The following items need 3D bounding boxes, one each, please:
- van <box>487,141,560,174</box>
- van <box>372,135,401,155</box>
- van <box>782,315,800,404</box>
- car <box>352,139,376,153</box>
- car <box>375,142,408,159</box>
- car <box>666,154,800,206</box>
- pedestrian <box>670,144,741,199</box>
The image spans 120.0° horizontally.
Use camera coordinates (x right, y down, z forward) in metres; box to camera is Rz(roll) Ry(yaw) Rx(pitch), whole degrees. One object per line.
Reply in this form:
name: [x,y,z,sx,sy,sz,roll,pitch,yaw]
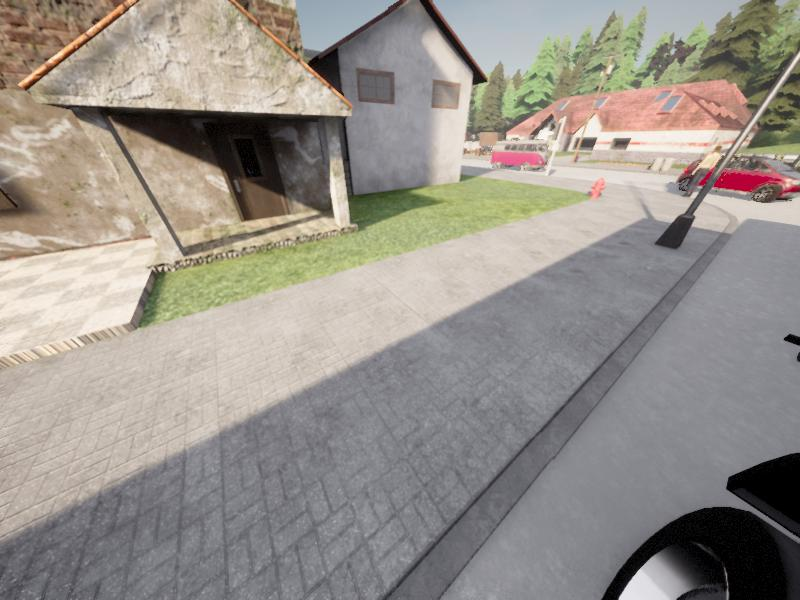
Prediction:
van: [9.576,-11.454,18.387,1.775,1.987,4.442,-22,40,-27]
van: [-2.287,-25.682,38.178,1.988,2.561,5.915,-22,41,-27]
van: [7.075,-0.468,2.336,5.915,2.561,1.988,-20,40,-26]
car: [-6.851,-29.288,43.753,2.150,2.045,5.566,-22,40,-27]
car: [-1.236,-20.373,31.389,2.242,1.667,4.611,-22,40,-27]
car: [15.020,-5.406,10.141,1.789,1.549,3.705,-9,36,-13]
pedestrian: [12.238,-5.182,9.354,0.751,1.860,0.751,14,38,19]
